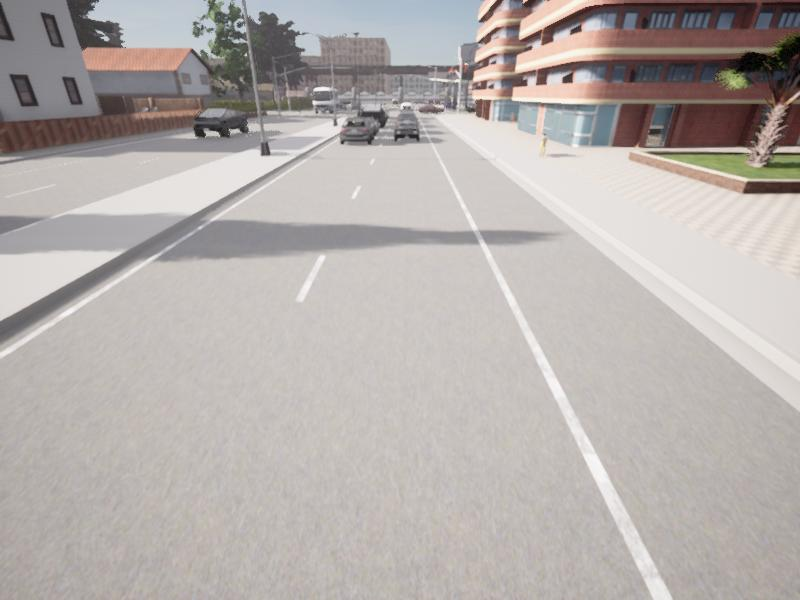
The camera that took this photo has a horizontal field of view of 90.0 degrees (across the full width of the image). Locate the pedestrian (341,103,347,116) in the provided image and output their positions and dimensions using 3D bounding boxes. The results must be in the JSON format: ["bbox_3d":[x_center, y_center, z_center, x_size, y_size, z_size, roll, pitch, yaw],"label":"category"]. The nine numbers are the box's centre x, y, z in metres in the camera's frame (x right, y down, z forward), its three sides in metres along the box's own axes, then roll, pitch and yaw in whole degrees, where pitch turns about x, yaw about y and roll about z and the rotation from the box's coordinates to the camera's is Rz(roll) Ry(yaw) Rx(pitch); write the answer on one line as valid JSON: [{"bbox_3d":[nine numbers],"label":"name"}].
[{"bbox_3d":[-9.161,-31.337,65.717,0.751,1.860,0.751,3,27,6],"label":"pedestrian"}]

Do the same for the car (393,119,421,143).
[{"bbox_3d":[0.521,-12.756,30.131,1.895,1.301,4.718,0,27,1],"label":"car"}]

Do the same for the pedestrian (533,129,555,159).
[{"bbox_3d":[7.284,-7.935,20.336,0.751,1.300,0.751,4,27,8],"label":"pedestrian"}]

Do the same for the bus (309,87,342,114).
[{"bbox_3d":[-13.551,-37.111,74.404,3.944,4.253,10.273,0,27,1],"label":"bus"}]

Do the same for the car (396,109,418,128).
[{"bbox_3d":[0.756,-19.696,43.322,2.152,1.651,5.027,0,27,1],"label":"car"}]

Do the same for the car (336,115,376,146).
[{"bbox_3d":[-3.007,-12.156,28.543,2.242,1.667,4.611,0,27,1],"label":"car"}]

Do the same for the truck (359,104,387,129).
[{"bbox_3d":[-2.758,-19.438,42.290,2.390,2.098,6.274,0,27,1],"label":"truck"}]

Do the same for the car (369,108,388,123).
[{"bbox_3d":[-2.616,-23.194,50.244,2.038,1.542,4.974,1,27,1],"label":"car"}]

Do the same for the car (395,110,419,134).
[{"bbox_3d":[0.630,-16.123,36.157,2.097,1.767,4.553,0,27,1],"label":"car"}]

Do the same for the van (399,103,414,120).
[{"bbox_3d":[0.966,-27.078,57.275,2.069,2.038,4.480,0,27,1],"label":"van"}]

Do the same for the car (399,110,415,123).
[{"bbox_3d":[0.888,-23.237,50.594,1.895,1.301,4.718,0,27,1],"label":"car"}]

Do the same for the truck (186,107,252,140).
[{"bbox_3d":[-14.436,-14.437,32.506,2.390,2.098,6.274,0,27,1],"label":"truck"}]

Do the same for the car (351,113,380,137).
[{"bbox_3d":[-2.899,-15.196,34.632,2.038,1.542,4.974,0,27,1],"label":"car"}]

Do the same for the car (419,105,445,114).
[{"bbox_3d":[5.767,-34.583,72.587,4.674,1.442,1.812,2,27,5],"label":"car"}]
